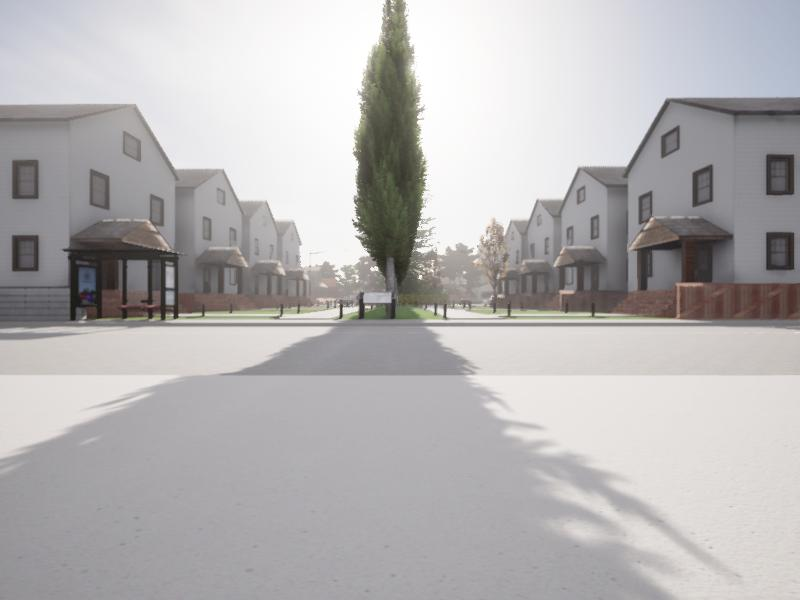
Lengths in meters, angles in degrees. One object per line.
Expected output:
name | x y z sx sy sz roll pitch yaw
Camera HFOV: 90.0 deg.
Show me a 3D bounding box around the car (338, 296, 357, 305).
car | -10.008 0.178 75.741 2.033 1.649 4.856 0 0 -27
